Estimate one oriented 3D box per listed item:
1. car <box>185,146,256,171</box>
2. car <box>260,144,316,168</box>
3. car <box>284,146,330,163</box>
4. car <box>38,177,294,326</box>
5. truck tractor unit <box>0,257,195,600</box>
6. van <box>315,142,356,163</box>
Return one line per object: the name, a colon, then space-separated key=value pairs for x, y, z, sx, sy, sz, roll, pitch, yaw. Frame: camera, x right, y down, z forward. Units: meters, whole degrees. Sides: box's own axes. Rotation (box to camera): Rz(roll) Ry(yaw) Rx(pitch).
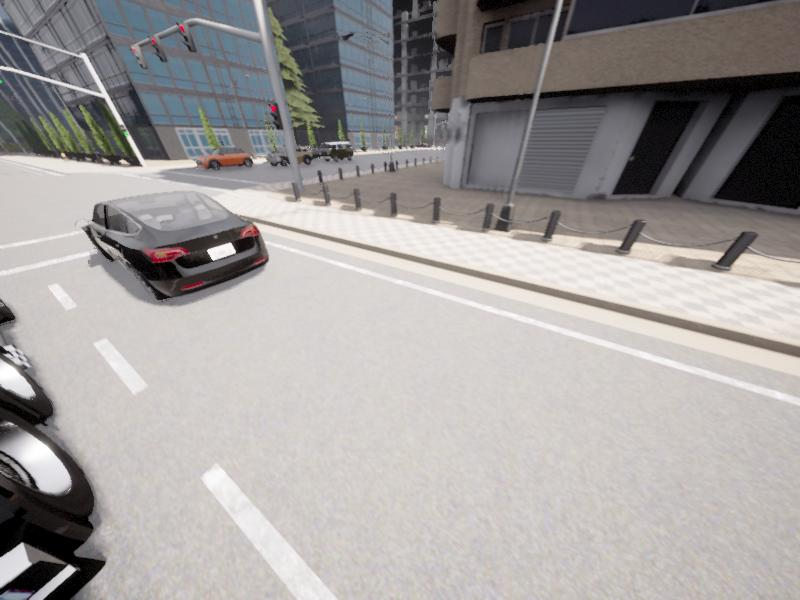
car: x=-16.670 y=-13.450 z=21.820 sx=2.097 sy=1.767 sz=4.553 roll=19 pitch=39 yaw=26
car: x=-11.225 y=-14.765 z=23.592 sx=1.932 sy=1.855 sz=4.605 roll=19 pitch=39 yaw=25
car: x=-11.445 y=-18.262 z=28.944 sx=2.128 sy=1.511 sz=4.902 roll=19 pitch=39 yaw=25
car: x=-4.895 y=-1.477 z=4.876 sx=4.792 sy=1.488 sz=2.163 roll=20 pitch=40 yaw=27
truck tractor unit: x=-5.099 y=-0.312 z=0.800 sx=6.516 sy=4.208 sz=3.053 roll=19 pitch=39 yaw=25
van: x=-7.708 y=-18.161 z=28.304 sx=2.069 sy=2.038 sz=4.480 roll=19 pitch=39 yaw=25
